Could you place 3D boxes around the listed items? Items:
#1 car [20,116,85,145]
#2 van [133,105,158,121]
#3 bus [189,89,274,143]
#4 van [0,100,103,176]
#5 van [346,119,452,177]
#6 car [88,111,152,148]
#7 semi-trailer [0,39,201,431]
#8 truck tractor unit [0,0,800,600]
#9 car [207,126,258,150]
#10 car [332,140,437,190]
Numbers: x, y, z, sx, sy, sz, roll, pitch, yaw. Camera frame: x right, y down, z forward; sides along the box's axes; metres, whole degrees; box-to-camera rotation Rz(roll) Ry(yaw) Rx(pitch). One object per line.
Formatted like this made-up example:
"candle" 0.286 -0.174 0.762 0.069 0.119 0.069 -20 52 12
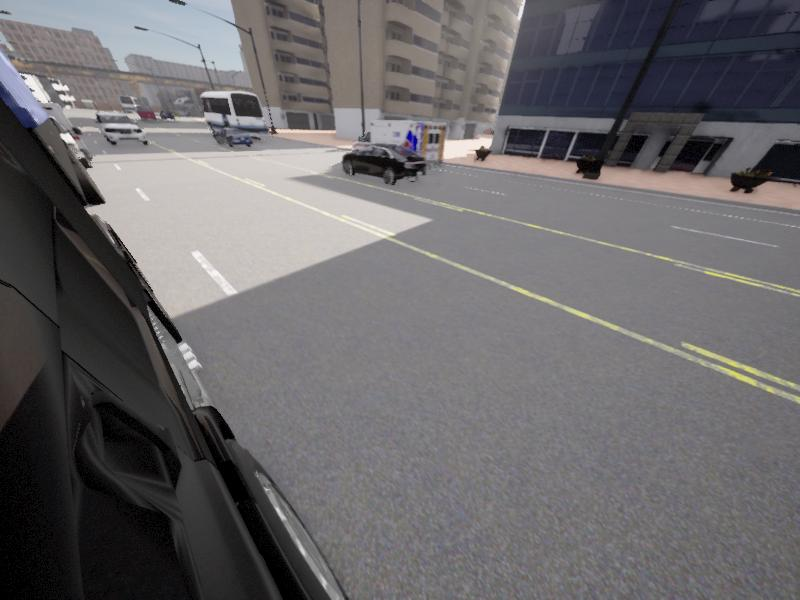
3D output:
"car" -26.726 -13.153 17.876 4.902 1.511 2.128 31 45 30
"van" -45.523 -33.426 41.348 4.442 1.987 1.775 31 45 30
"bus" -19.745 -21.568 27.087 10.273 4.253 3.944 31 45 30
"van" -17.170 -7.946 11.104 6.366 2.431 2.351 30 45 31
"van" -0.293 -9.642 14.439 6.366 2.431 2.351 30 44 31
"car" -22.833 -13.952 18.810 5.566 2.045 2.150 30 45 30
"semi-trailer" -8.673 -3.621 4.253 14.254 4.402 2.717 28 44 30
"truck tractor unit" -2.645 -0.295 0.351 6.516 4.208 3.053 28 44 30
"car" -15.679 -15.214 21.580 5.357 1.411 2.033 30 45 30
"car" -0.907 -6.795 11.374 4.902 1.511 2.128 29 44 31
